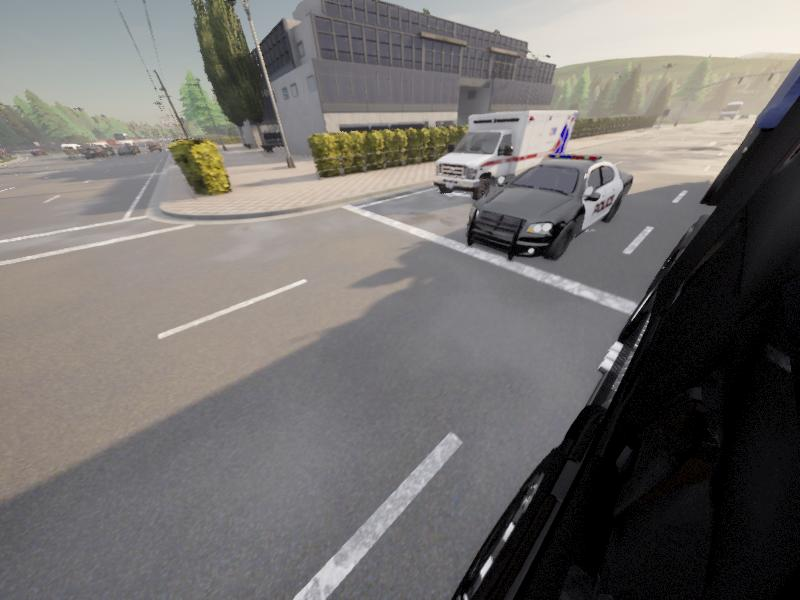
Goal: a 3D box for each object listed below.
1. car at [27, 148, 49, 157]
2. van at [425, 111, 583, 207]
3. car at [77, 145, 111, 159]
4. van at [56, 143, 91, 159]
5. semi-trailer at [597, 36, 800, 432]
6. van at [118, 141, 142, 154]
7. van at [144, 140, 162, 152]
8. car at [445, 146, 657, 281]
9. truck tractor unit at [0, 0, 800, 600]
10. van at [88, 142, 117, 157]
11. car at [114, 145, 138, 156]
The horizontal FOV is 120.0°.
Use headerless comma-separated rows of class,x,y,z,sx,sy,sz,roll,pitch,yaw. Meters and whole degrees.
car,-83.611,-34.048,53.302,4.674,1.442,1.812,18,42,26
van,4.123,-5.804,9.105,6.366,2.431,2.351,-28,43,-29
car,-50.572,-24.568,38.322,2.242,1.667,4.611,-27,43,-29
van,-57.450,-26.298,40.773,2.069,2.038,4.480,-27,43,-29
semi-trailer,8.724,-3.592,4.196,14.254,4.402,2.717,-28,43,-29
van,-54.472,-30.878,46.693,2.069,2.038,4.480,-27,43,-29
van,-53.426,-33.470,50.122,1.775,1.987,4.442,-27,43,-29
car,3.556,-2.416,5.362,4.974,1.542,2.038,-28,44,-29
truck tractor unit,2.645,-0.295,0.351,6.516,4.208,3.053,-28,44,-30
van,-55.556,-28.297,43.318,2.069,2.038,4.480,-27,43,-29
car,-49.183,-26.817,41.481,1.994,1.385,4.181,-27,43,-29
